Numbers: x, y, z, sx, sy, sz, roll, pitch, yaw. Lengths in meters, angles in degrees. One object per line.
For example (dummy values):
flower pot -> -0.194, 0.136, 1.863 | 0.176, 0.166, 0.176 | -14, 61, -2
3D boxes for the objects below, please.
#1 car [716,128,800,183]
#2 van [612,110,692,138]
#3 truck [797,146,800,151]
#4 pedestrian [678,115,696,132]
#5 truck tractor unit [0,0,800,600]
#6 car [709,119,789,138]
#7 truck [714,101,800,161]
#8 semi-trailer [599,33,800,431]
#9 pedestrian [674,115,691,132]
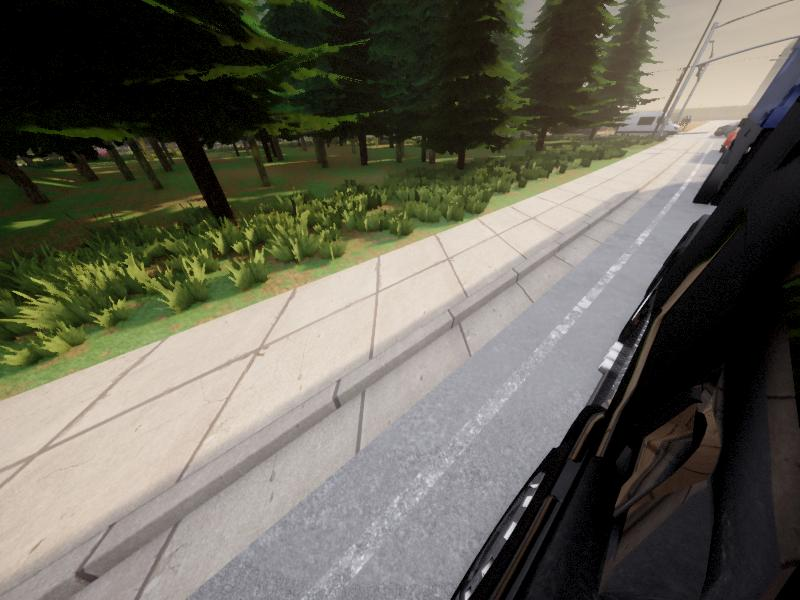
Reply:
car -> 15.883, -6.350, 9.892 | 4.902, 1.511, 2.128 | -29, 44, -31
van -> 30.503, -21.445, 28.325 | 1.988, 2.561, 5.915 | -29, 44, -30
truck -> 25.434, -9.396, 12.545 | 5.204, 2.467, 2.627 | -29, 44, -31
pedestrian -> 40.195, -24.762, 32.389 | 0.751, 1.860, 0.751 | 17, 41, 24
truck tractor unit -> 2.645, -0.295, 0.351 | 6.516, 4.208, 3.053 | -28, 44, -30
car -> 36.946, -18.302, 24.676 | 4.181, 1.385, 1.994 | 11, 39, 18
truck -> 21.381, -9.910, 13.485 | 5.204, 2.467, 2.627 | -30, 44, -31
semi-trailer -> 8.645, -3.641, 4.278 | 14.254, 4.402, 2.717 | -29, 44, -30
pedestrian -> 38.829, -24.203, 31.737 | 0.751, 1.860, 0.751 | 29, 47, 35
